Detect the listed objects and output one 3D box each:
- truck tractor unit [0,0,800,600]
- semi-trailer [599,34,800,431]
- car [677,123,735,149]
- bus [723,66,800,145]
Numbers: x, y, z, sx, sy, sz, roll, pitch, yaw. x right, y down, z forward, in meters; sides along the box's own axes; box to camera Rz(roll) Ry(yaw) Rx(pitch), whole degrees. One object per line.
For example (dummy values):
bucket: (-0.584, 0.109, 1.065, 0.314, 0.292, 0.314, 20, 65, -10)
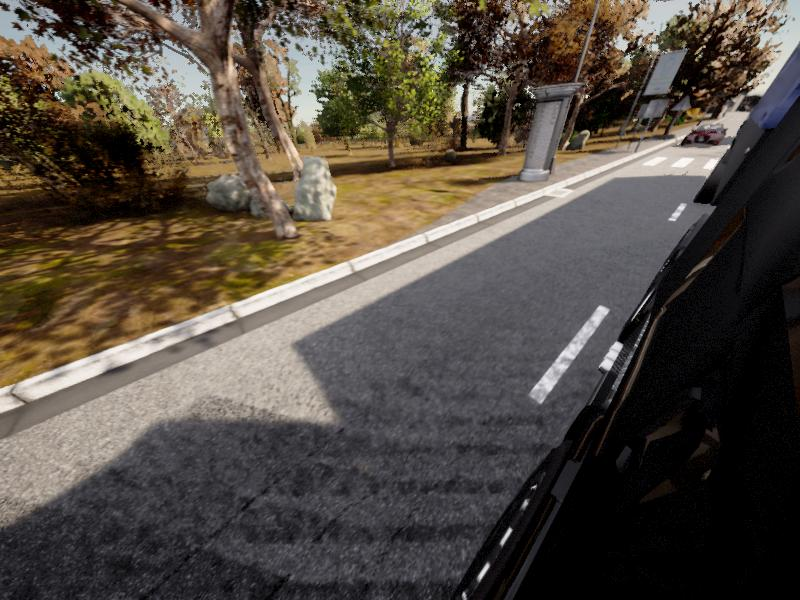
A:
truck tractor unit: (2.645, -0.295, 0.351, 6.516, 4.208, 3.053, -28, 44, -30)
semi-trailer: (8.650, -3.647, 4.261, 14.254, 4.402, 2.717, -29, 44, -30)
car: (23.647, -12.737, 17.859, 4.181, 1.385, 1.994, -28, 44, -30)
bus: (30.683, -15.253, 18.319, 10.273, 4.253, 3.944, -28, 44, -30)
